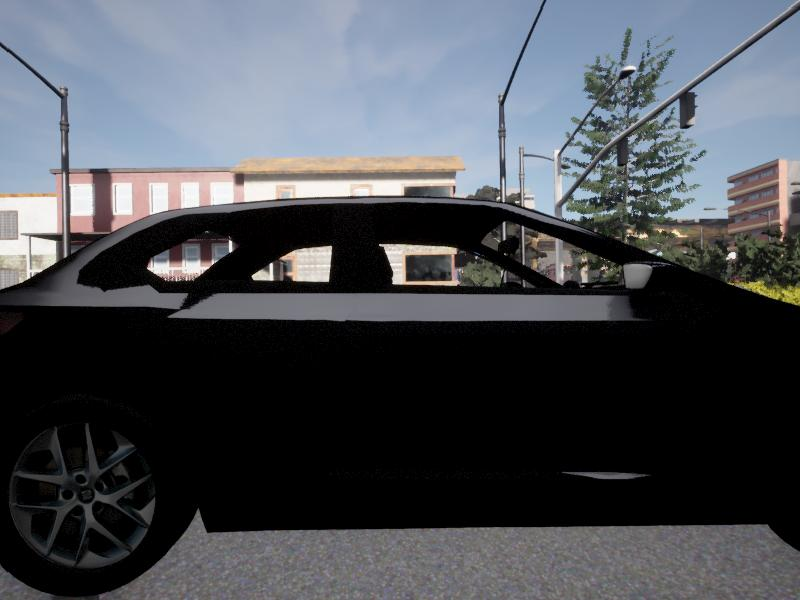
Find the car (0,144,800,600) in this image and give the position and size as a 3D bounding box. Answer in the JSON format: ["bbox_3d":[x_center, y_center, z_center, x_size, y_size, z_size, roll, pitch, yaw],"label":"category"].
[{"bbox_3d":[0.342,0.254,2.184,4.193,1.474,1.816,0,0,-1],"label":"car"}]

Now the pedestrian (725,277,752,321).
[{"bbox_3d":[14.937,-0.049,17.662,0.751,1.860,0.751,-1,0,-38],"label":"pedestrian"}]

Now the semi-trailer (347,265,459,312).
[{"bbox_3d":[-0.234,-1.013,43.928,14.254,4.402,2.717,-1,0,43],"label":"semi-trailer"}]
